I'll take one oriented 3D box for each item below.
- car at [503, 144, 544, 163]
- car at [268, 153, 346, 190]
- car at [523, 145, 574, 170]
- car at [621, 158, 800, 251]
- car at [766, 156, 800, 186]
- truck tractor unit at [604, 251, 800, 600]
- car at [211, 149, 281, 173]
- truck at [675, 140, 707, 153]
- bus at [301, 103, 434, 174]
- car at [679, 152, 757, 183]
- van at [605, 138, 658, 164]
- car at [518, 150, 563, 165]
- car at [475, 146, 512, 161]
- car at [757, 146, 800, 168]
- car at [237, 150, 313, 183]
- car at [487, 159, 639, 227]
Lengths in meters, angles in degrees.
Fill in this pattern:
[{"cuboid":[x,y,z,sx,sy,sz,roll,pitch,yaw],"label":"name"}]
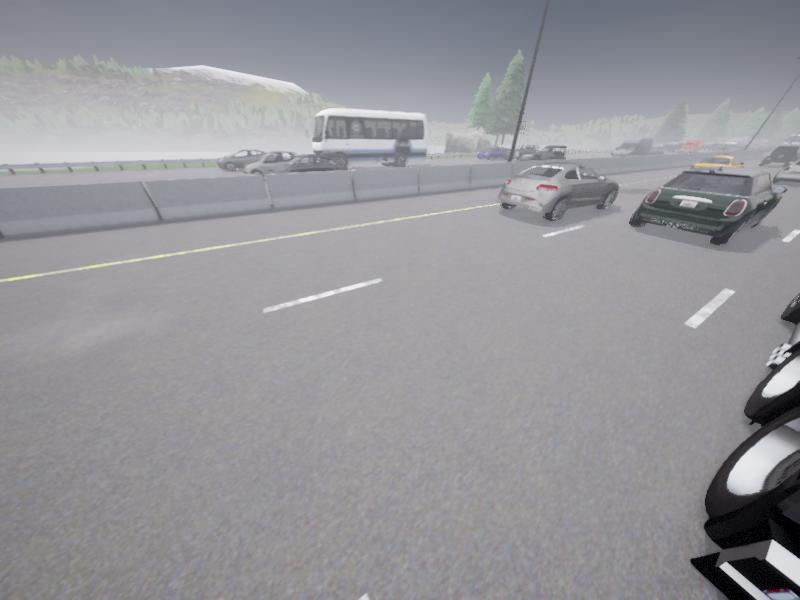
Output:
[{"cuboid":[15.853,-18.930,29.685,4.605,1.855,1.932,-18,39,-23],"label":"car"},{"cuboid":[-5.305,-7.500,13.376,3.705,1.549,1.789,-18,39,-24],"label":"car"},{"cuboid":[14.353,-13.873,22.401,3.866,1.878,1.905,-18,39,-24],"label":"car"},{"cuboid":[9.516,-3.126,7.002,4.553,1.767,2.097,-18,39,-24],"label":"car"},{"cuboid":[26.356,-8.337,14.907,3.806,1.475,1.970,-18,39,-24],"label":"car"},{"cuboid":[5.088,-0.322,0.814,6.516,4.208,3.053,-19,39,-25],"label":"truck tractor unit"},{"cuboid":[-12.944,-11.946,19.727,4.514,1.525,2.007,-18,39,-24],"label":"car"},{"cuboid":[66.447,-35.035,52.730,5.204,2.467,2.627,-18,39,-24],"label":"truck"},{"cuboid":[-2.497,-14.002,20.384,10.273,4.253,3.944,-18,39,-24],"label":"bus"},{"cuboid":[22.621,-9.487,16.438,5.366,1.575,1.801,-18,39,-24],"label":"car"},{"cuboid":[29.130,-18.829,29.075,5.915,2.561,1.988,-18,39,-24],"label":"van"},{"cuboid":[16.265,-16.527,26.752,4.718,1.301,1.895,-18,39,-24],"label":"car"},{"cuboid":[12.775,-20.101,31.657,4.514,1.525,2.007,-18,39,-24],"label":"car"},{"cuboid":[41.968,-15.749,25.324,3.866,1.878,1.905,-18,39,-24],"label":"car"},{"cuboid":[-8.195,-8.901,15.319,3.988,1.617,1.851,-18,39,-24],"label":"car"},{"cuboid":[6.099,-4.266,8.762,5.027,1.651,2.152,-18,39,-24],"label":"car"}]
